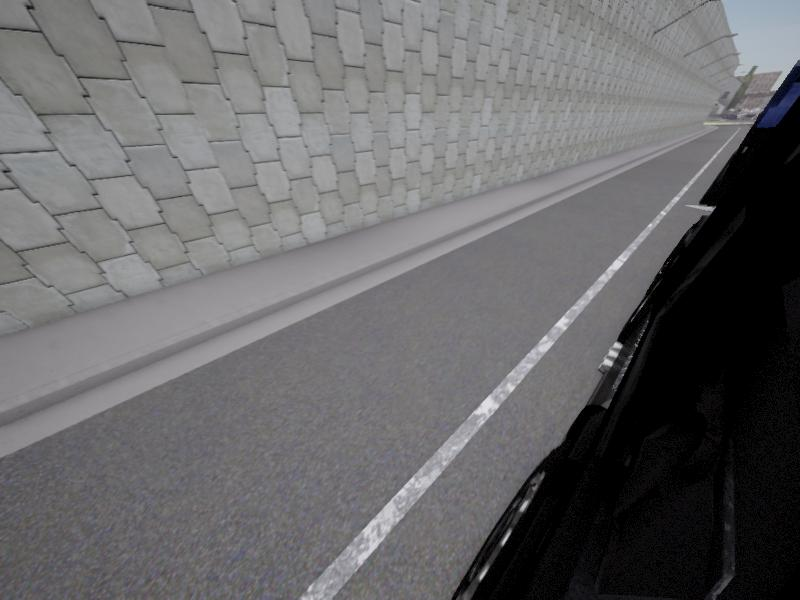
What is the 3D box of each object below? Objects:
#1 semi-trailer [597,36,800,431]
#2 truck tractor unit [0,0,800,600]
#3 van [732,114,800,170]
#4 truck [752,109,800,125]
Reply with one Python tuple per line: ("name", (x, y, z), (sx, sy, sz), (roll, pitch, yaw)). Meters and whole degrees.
("semi-trailer", (8.728, -3.579, 4.207), (14.254, 4.402, 2.717), (-28, 43, -29))
("truck tractor unit", (2.645, -0.295, 0.351), (6.516, 4.208, 3.053), (-28, 44, -30))
("van", (18.797, -7.953, 11.470), (4.442, 1.987, 1.775), (-28, 43, -30))
("truck", (73.242, -34.806, 43.934), (2.390, 2.098, 6.274), (-20, 40, -22))
